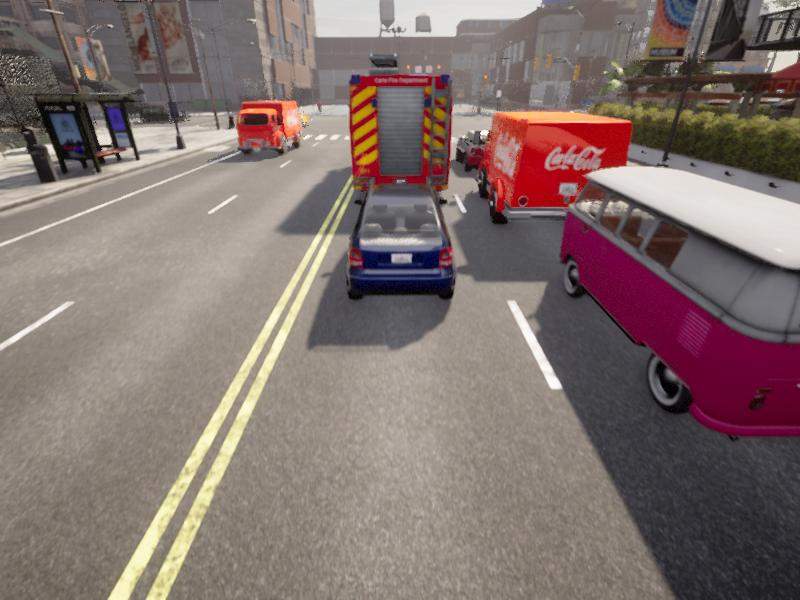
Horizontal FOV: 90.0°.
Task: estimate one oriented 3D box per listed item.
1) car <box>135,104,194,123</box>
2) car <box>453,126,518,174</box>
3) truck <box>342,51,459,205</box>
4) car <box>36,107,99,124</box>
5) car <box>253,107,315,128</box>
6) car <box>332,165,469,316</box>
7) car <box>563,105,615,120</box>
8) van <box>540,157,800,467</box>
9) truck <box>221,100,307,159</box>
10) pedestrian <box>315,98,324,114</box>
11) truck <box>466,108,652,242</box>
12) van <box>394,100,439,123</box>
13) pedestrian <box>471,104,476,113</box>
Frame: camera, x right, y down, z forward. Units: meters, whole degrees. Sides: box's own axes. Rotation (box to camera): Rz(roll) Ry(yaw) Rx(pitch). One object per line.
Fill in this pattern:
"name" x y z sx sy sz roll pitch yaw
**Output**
"car" -24.471 -19.469 41.713 4.553 1.767 2.097 0 28 1
"car" 3.521 -6.555 17.264 1.970 1.475 3.806 0 28 0
"truck" 0.020 -6.464 14.596 2.891 3.827 8.468 0 28 0
"car" -34.709 -19.365 41.881 4.514 1.525 2.007 0 28 1
"car" -10.668 -16.847 36.850 5.366 1.575 1.801 11 30 21
"car" 0.013 -1.313 7.230 1.789 1.549 3.705 0 28 0
"car" 20.636 -20.563 43.838 4.674 1.442 1.812 4 28 8
"van" 3.511 -0.432 5.062 1.775 1.987 4.442 0 28 0
"truck" -6.968 -9.251 21.408 2.627 2.467 5.204 0 28 0
"pedestrian" -10.670 -25.683 52.989 0.751 1.860 0.751 2 28 4
"truck" 3.514 -3.582 10.532 2.627 2.467 5.204 0 28 0
"van" 1.702 -19.534 41.393 4.480 2.038 2.069 -1 28 1
"pedestrian" 9.801 -25.628 53.549 0.500 1.100 0.500 1 28 3
